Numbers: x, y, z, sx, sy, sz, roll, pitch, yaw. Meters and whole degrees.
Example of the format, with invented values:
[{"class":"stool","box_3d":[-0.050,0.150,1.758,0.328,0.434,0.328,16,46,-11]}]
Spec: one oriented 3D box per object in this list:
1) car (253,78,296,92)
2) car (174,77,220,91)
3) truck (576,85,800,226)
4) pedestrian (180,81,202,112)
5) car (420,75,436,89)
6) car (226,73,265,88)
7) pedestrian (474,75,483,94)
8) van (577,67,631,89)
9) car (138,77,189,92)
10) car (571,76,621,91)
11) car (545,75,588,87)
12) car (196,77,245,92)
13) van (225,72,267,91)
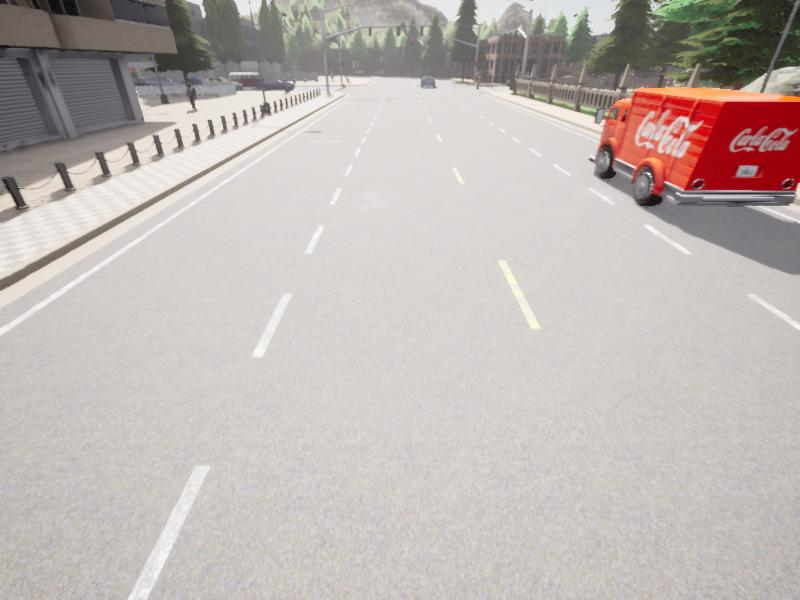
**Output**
[{"class":"car","box_3d":[-15.670,-26.995,50.258,4.674,1.442,1.812,1,31,1]},{"class":"car","box_3d":[-26.994,-28.842,53.322,5.008,1.535,1.882,0,31,0]},{"class":"truck","box_3d":[7.060,-3.984,10.224,2.627,2.467,5.204,0,31,0]},{"class":"pedestrian","box_3d":[-14.294,-13.964,27.420,0.751,1.860,0.751,-4,31,-7]},{"class":"car","box_3d":[4.177,-32.735,60.031,2.152,1.651,5.027,0,31,1]},{"class":"car","box_3d":[-22.201,-31.503,57.479,4.605,1.855,1.932,0,31,0]},{"class":"pedestrian","box_3d":[9.051,-24.848,46.106,0.751,1.860,0.751,1,31,1]},{"class":"van","box_3d":[28.446,-31.073,55.940,5.915,2.561,1.988,0,31,0]},{"class":"car","box_3d":[-29.695,-27.101,50.290,4.856,1.649,2.033,0,31,0]},{"class":"car","box_3d":[24.968,-27.614,51.017,5.238,1.638,1.930,-5,31,-9]},{"class":"car","box_3d":[24.620,-32.418,59.214,5.366,1.575,1.801,0,31,0]},{"class":"car","box_3d":[-22.469,-27.100,50.276,5.027,1.651,2.152,0,31,0]},{"class":"van","box_3d":[-20.397,-29.056,53.173,4.480,2.038,2.069,0,31,0]}]
